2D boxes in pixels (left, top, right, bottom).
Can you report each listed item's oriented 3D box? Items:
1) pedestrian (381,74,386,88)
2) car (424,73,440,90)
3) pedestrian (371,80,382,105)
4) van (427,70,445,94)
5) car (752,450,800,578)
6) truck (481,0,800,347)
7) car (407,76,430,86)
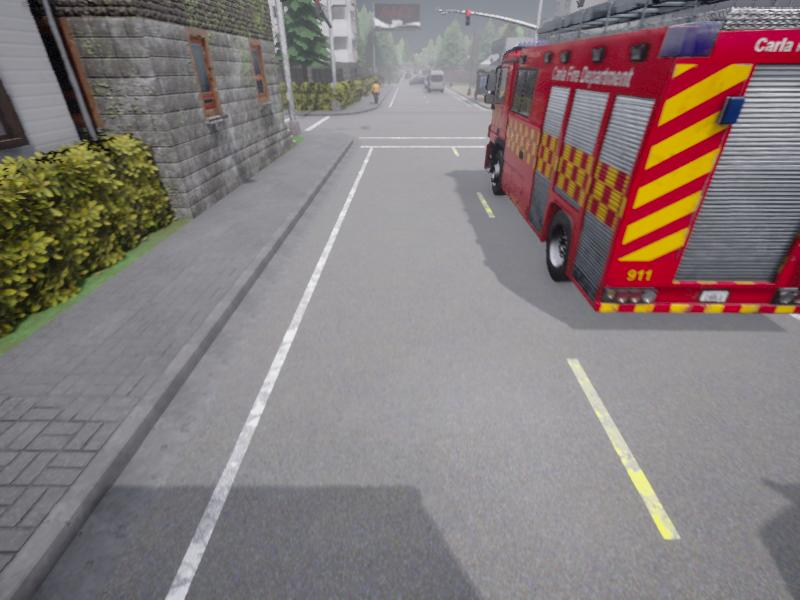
[{"bbox_3d":[-2.587,-34.014,62.021,0.751,1.860,0.751,2,30,3],"label":"pedestrian"},{"bbox_3d":[4.911,-33.494,61.294,2.150,2.045,5.566,1,30,2],"label":"car"},{"bbox_3d":[-2.022,-17.733,34.160,0.751,1.860,0.751,-5,31,-9],"label":"pedestrian"},{"bbox_3d":[4.746,-29.198,53.447,1.988,2.561,5.915,0,30,1],"label":"van"},{"bbox_3d":[3.735,2.280,0.585,2.038,1.542,4.974,0,30,1],"label":"car"},{"bbox_3d":[3.887,-3.208,7.705,2.891,3.827,8.468,0,30,1],"label":"truck"},{"bbox_3d":[3.299,-38.823,70.957,1.837,1.490,4.892,17,33,26],"label":"car"}]
